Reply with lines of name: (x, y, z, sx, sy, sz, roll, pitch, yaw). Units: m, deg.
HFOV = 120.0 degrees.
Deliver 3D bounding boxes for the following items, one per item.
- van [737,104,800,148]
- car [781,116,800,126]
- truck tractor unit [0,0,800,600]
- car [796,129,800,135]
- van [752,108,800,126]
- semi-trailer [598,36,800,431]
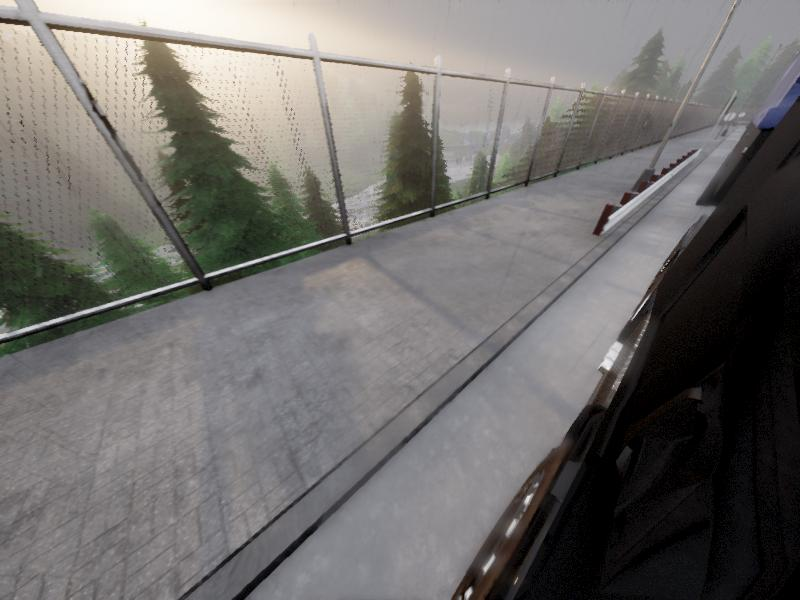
van: (30.235, -14.200, 18.846, 5.915, 2.561, 1.988, -28, 43, -30)
car: (71.414, -32.404, 41.829, 4.181, 1.385, 1.994, -28, 43, -30)
truck tractor unit: (2.645, -0.295, 0.351, 6.516, 4.208, 3.053, -28, 44, -30)
car: (45.927, -18.930, 25.196, 5.357, 1.411, 2.033, -28, 43, -30)
van: (79.374, -38.424, 48.495, 5.915, 2.561, 1.988, 0, 35, 4)
semi-trailer: (8.697, -3.584, 4.261, 14.254, 4.402, 2.717, -28, 43, -30)
